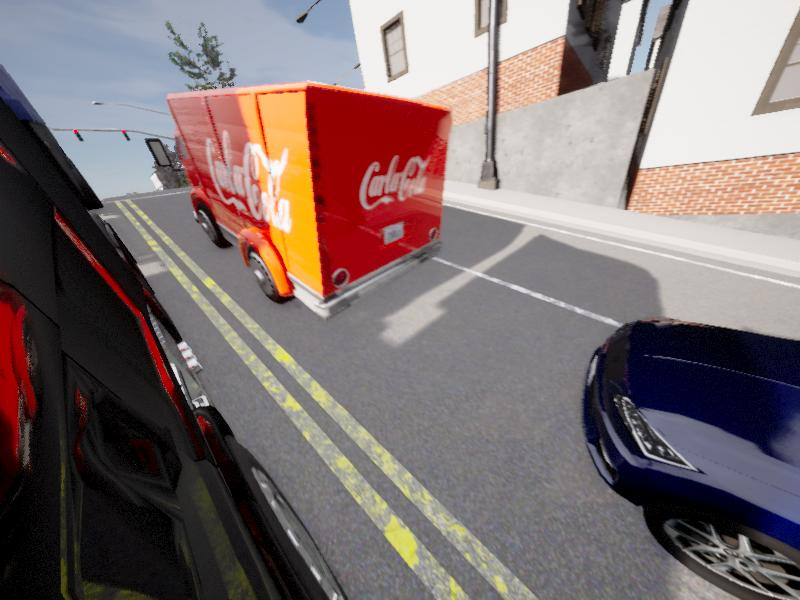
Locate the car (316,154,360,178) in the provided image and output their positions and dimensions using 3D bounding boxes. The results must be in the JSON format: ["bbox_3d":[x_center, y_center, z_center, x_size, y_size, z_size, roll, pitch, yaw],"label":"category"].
[{"bbox_3d":[-7.432,-16.326,28.112,1.932,1.855,4.605,16,37,39],"label":"car"}]

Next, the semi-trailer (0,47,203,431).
[{"bbox_3d":[-8.762,-3.489,4.266,14.254,4.402,2.717,27,44,30],"label":"semi-trailer"}]

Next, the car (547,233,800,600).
[{"bbox_3d":[3.352,1.236,0.870,4.193,1.474,1.816,28,44,30],"label":"car"}]

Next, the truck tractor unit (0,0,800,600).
[{"bbox_3d":[-2.645,-0.295,0.351,6.516,4.208,3.053,28,44,30],"label":"truck tractor unit"}]

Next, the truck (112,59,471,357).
[{"bbox_3d":[-1.991,-1.949,4.112,5.204,2.467,2.627,28,43,30],"label":"truck"}]
